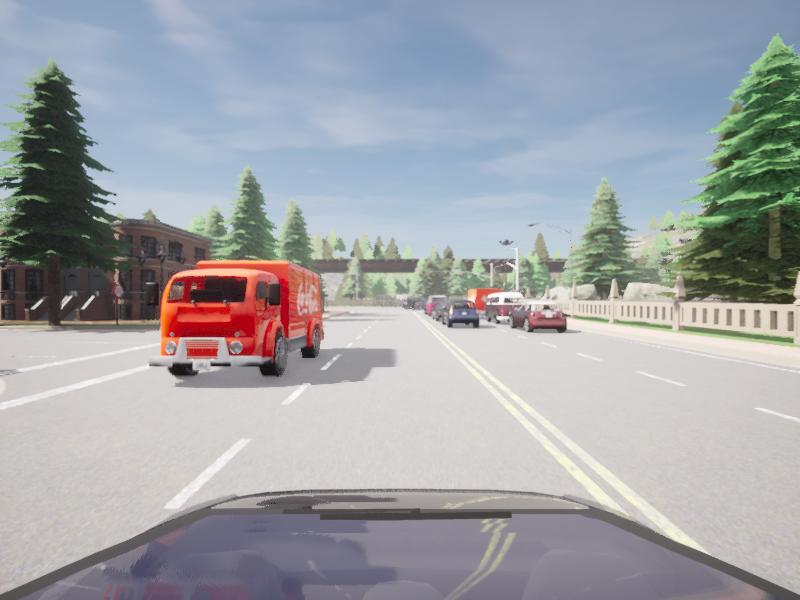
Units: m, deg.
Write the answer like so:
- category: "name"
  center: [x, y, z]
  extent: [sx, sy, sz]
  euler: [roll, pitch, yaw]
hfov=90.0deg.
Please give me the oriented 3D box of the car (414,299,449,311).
- category: "car"
  center: [4.626, 0.743, 58.878]
  extent: [5.027, 1.651, 2.152]
  euler: [0, 0, 0]

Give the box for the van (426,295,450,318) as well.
- category: "van"
  center: [3.498, 0.574, 37.496]
  extent: [1.775, 1.987, 4.442]
  euler: [0, 0, 0]

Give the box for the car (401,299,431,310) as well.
- category: "car"
  center: [2.577, 0.736, 65.887]
  extent: [4.856, 1.649, 2.033]
  euler: [0, 0, 0]

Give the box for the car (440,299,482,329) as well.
- category: "car"
  center: [3.500, 0.773, 23.634]
  extent: [1.851, 1.617, 3.988]
  euler: [0, 0, 0]

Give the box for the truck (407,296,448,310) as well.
- category: "truck"
  center: [4.210, 0.503, 62.380]
  extent: [6.274, 2.098, 2.390]
  euler: [0, 0, 0]

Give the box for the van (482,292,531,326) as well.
- category: "van"
  center: [6.999, 0.554, 26.872]
  extent: [2.069, 2.038, 4.480]
  euler: [0, 0, 0]

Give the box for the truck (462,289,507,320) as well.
- category: "truck"
  center: [7.002, 0.335, 33.812]
  extent: [2.627, 2.467, 5.204]
  euler: [0, 0, 0]

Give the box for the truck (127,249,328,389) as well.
- category: "truck"
  center: [-3.505, 0.363, 9.663]
  extent: [2.627, 2.467, 5.204]
  euler: [0, -1, 0]

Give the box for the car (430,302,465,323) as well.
- category: "car"
  center: [3.501, 0.875, 30.393]
  extent: [2.033, 1.411, 5.357]
  euler: [0, 0, 0]

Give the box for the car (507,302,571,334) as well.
- category: "car"
  center: [6.999, 0.840, 20.623]
  extent: [1.970, 1.475, 3.806]
  euler: [0, 0, 0]
